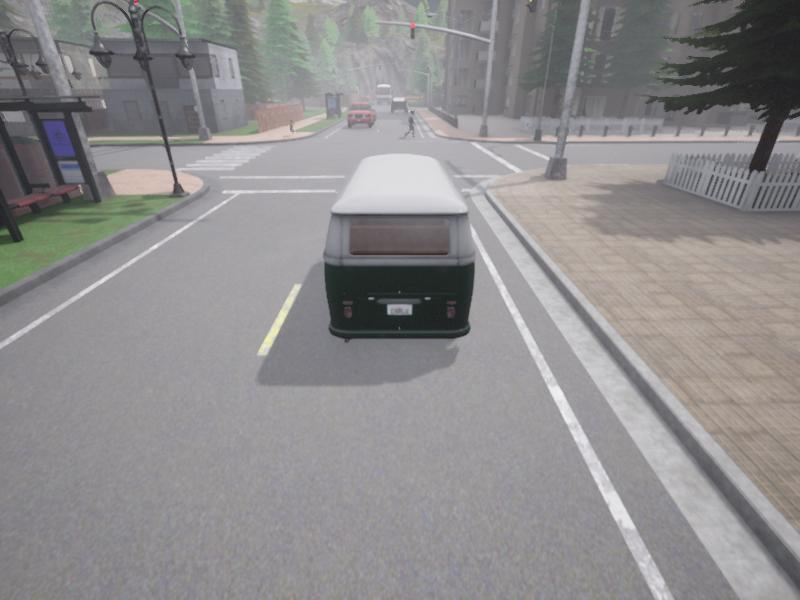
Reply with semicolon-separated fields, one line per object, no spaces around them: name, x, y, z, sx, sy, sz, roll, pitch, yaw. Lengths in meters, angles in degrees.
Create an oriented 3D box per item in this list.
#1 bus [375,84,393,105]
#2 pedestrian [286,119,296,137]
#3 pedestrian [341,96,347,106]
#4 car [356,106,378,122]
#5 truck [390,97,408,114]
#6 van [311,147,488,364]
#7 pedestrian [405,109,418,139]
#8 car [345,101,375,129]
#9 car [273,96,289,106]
bus;-3.606;-48.882;95.236;3.944;4.253;10.273;0;28;0
pedestrian;-7.403;-11.679;27.174;0.500;1.100;0.500;-4;28;-7
pedestrian;-11.464;-40.589;81.571;0.751;1.860;0.751;-23;36;-37
car;-3.602;-20.549;44.213;1.994;1.385;4.181;0;28;0
truck;-0.138;-28.615;58.837;2.390;2.098;6.274;0;28;0
van;-0.011;-1.126;6.438;1.775;1.987;4.442;0;28;0
pedestrian;0.763;-12.009;27.315;0.751;1.860;0.751;5;28;10
car;-3.584;-17.142;36.971;2.150;2.045;5.566;0;28;0
car;-25.220;-42.246;84.786;1.932;1.855;4.605;-1;28;-1
